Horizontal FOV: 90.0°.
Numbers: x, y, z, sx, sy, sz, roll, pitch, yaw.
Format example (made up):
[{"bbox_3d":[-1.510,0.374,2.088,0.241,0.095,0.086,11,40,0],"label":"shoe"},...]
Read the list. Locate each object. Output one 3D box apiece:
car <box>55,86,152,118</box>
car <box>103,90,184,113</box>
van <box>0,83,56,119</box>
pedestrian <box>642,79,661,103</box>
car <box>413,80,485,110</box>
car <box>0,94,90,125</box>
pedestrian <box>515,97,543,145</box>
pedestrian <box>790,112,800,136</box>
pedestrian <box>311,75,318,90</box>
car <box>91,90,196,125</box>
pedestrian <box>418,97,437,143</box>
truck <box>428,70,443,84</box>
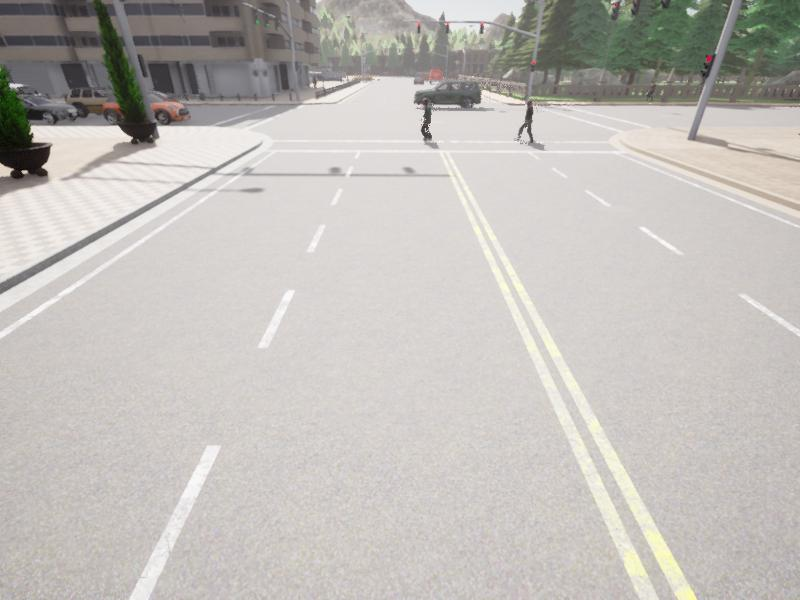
[{"bbox_3d":[-19.921,-13.420,27.080,4.605,1.855,1.932,0,30,0],"label":"car"},{"bbox_3d":[-19.269,-14.991,30.209,4.674,1.442,1.812,0,30,0],"label":"car"},{"bbox_3d":[-26.710,-13.520,27.086,4.480,2.038,2.069,0,30,0],"label":"van"},{"bbox_3d":[22.542,-18.737,35.904,0.751,1.860,0.751,1,30,1],"label":"pedestrian"},{"bbox_3d":[3.937,-16.881,32.942,5.566,2.045,2.150,1,30,0],"label":"car"},{"bbox_3d":[-22.193,-11.509,24.164,4.902,1.511,2.128,0,30,0],"label":"car"},{"bbox_3d":[5.692,-7.931,17.760,0.751,1.860,0.751,0,30,0],"label":"pedestrian"},{"bbox_3d":[19.179,-8.665,18.618,0.751,1.860,0.751,17,34,26],"label":"pedestrian"},{"bbox_3d":[-11.996,-30.572,56.291,0.751,1.860,0.751,-4,30,-7],"label":"pedestrian"},{"bbox_3d":[-15.242,-11.593,24.032,4.553,1.767,2.097,0,30,1],"label":"car"},{"bbox_3d":[1.211,-8.126,18.072,0.751,1.860,0.751,1,30,1],"label":"pedestrian"},{"bbox_3d":[7.243,-45.570,81.785,2.627,2.467,5.204,0,30,0],"label":"truck"}]
